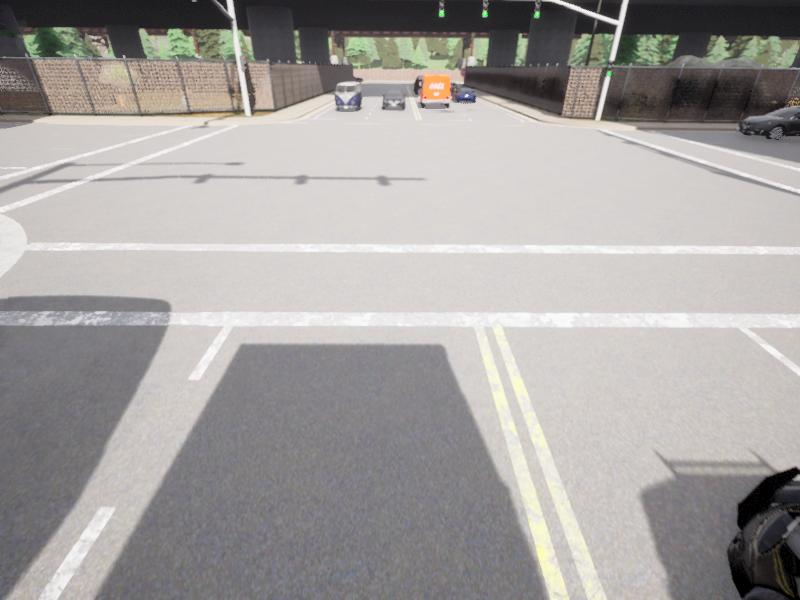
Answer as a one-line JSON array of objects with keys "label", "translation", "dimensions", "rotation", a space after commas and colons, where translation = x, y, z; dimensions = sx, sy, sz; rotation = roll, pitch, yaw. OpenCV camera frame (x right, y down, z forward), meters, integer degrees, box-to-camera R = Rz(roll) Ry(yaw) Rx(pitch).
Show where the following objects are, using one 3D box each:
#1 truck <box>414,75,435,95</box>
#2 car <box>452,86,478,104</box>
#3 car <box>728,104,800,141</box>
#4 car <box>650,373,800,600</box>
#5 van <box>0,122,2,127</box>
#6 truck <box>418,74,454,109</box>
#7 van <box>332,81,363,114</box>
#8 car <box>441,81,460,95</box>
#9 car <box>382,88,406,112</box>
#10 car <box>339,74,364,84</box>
[{"label": "truck", "translation": [3.094, -28.167, 52.325], "dimensions": [2.390, 2.098, 6.274], "rotation": [1, 30, 0]}, {"label": "car", "translation": [6.557, -21.023, 40.878], "dimensions": [1.994, 1.385, 4.181], "rotation": [1, 30, 0]}, {"label": "car", "translation": [20.029, -8.976, 20.268], "dimensions": [4.892, 1.490, 1.837], "rotation": [1, 30, 0]}, {"label": "car", "translation": [2.938, 2.352, 0.555], "dimensions": [2.038, 1.542, 4.974], "rotation": [1, 30, 0]}, {"label": "van", "translation": [-23.465, -9.690, 20.088], "dimensions": [4.442, 1.987, 1.775], "rotation": [1, 30, 0]}, {"label": "truck", "translation": [3.049, -18.491, 35.381], "dimensions": [2.627, 2.467, 5.204], "rotation": [1, 31, 0]}, {"label": "van", "translation": [-3.991, -15.811, 31.103], "dimensions": [1.775, 1.987, 4.442], "rotation": [0, 30, 0]}, {"label": "car", "translation": [6.590, -27.706, 52.310], "dimensions": [1.970, 1.475, 3.806], "rotation": [1, 30, 0]}, {"label": "car", "translation": [-0.486, -16.668, 33.186], "dimensions": [1.812, 1.442, 4.674], "rotation": [0, 30, 0]}, {"label": "car", "translation": [-9.739, -44.841, 81.102], "dimensions": [4.856, 1.649, 2.033], "rotation": [1, 30, 0]}]
